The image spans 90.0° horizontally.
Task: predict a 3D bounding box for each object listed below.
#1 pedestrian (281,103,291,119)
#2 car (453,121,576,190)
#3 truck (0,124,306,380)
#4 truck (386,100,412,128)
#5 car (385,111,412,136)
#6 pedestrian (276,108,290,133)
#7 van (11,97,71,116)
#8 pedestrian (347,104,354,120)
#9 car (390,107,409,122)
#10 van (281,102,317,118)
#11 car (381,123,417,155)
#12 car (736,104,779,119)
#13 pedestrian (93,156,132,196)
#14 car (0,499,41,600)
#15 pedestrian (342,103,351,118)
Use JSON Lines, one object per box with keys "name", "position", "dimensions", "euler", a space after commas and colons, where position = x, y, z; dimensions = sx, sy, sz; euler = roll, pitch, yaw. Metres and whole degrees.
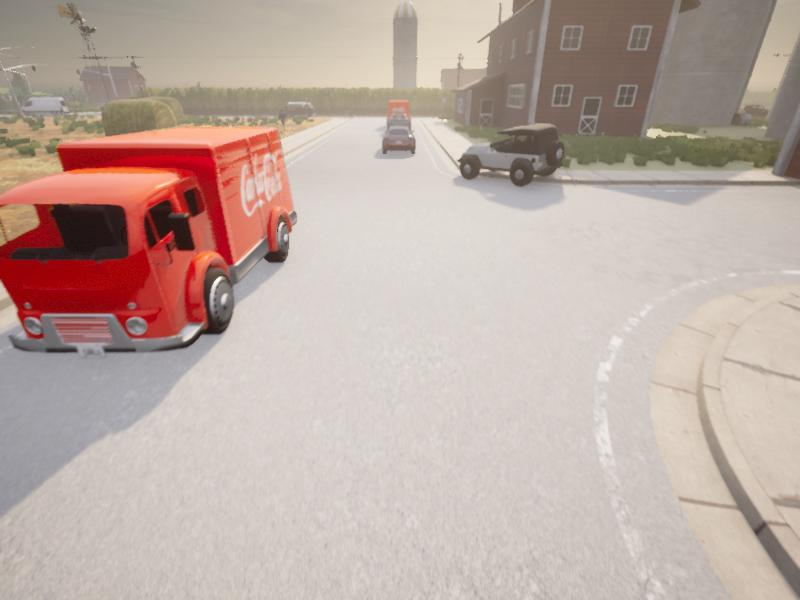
{"name": "pedestrian", "position": [-14.792, -24.636, 52.037], "dimensions": [0.751, 1.860, 0.751], "euler": [5, 28, 9]}
{"name": "car", "position": [4.124, -5.521, 14.966], "dimensions": [1.905, 1.878, 3.866], "euler": [-28, 36, -34]}
{"name": "truck", "position": [-3.521, -1.335, 6.498], "dimensions": [2.627, 2.467, 5.204], "euler": [0, 27, 0]}
{"name": "truck", "position": [-0.110, -19.813, 42.472], "dimensions": [2.627, 2.467, 5.204], "euler": [0, 28, 0]}
{"name": "car", "position": [-0.087, -15.273, 34.548], "dimensions": [2.152, 1.651, 5.027], "euler": [0, 27, 0]}
{"name": "pedestrian", "position": [-9.580, -14.718, 32.775], "dimensions": [0.751, 1.860, 0.751], "euler": [0, 27, 0]}
{"name": "van", "position": [-53.728, -29.020, 60.069], "dimensions": [5.915, 2.561, 1.988], "euler": [-7, 27, -14]}
{"name": "pedestrian", "position": [-6.534, -24.970, 53.055], "dimensions": [0.751, 1.860, 0.751], "euler": [-1, 27, -3]}
{"name": "car", "position": [0.019, -23.401, 50.450], "dimensions": [2.038, 1.542, 4.974], "euler": [2, 27, 3]}
{"name": "van", "position": [-14.482, -27.399, 57.653], "dimensions": [4.480, 2.038, 2.069], "euler": [0, 27, 1]}
{"name": "car", "position": [-0.061, -9.695, 23.979], "dimensions": [1.994, 1.385, 4.181], "euler": [0, 27, 0]}
{"name": "car", "position": [50.842, -26.815, 57.003], "dimensions": [3.866, 1.878, 1.905], "euler": [0, 27, 1]}
{"name": "pedestrian", "position": [-9.012, -3.897, 12.567], "dimensions": [0.500, 1.100, 0.500], "euler": [7, 28, 13]}
{"name": "car", "position": [-3.507, 2.052, 0.919], "dimensions": [1.789, 1.549, 3.705], "euler": [0, 27, 0]}
{"name": "pedestrian", "position": [-7.096, -25.147, 53.072], "dimensions": [0.751, 1.860, 0.751], "euler": [13, 30, 24]}
